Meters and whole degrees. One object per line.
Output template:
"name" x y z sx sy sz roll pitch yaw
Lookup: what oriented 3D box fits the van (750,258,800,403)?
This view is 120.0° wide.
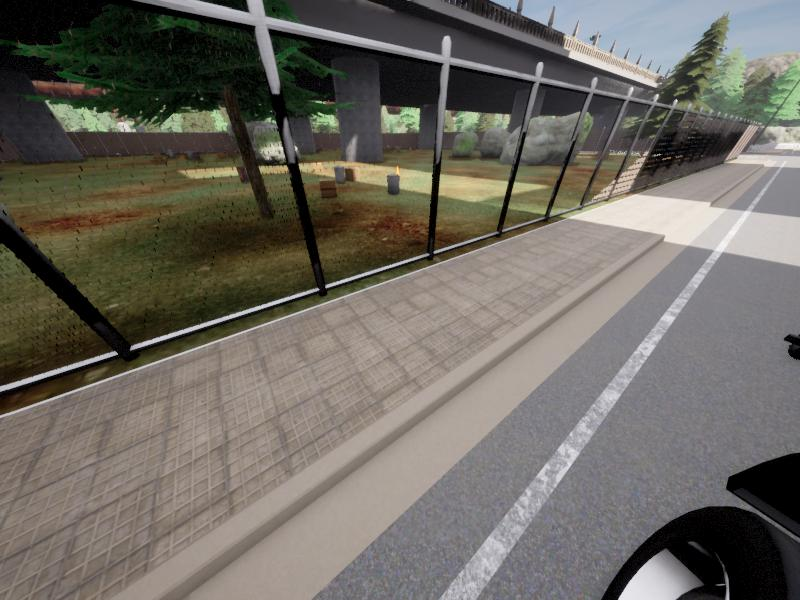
"van" 6.343 -0.140 2.317 4.480 2.038 2.069 -20 40 -27
